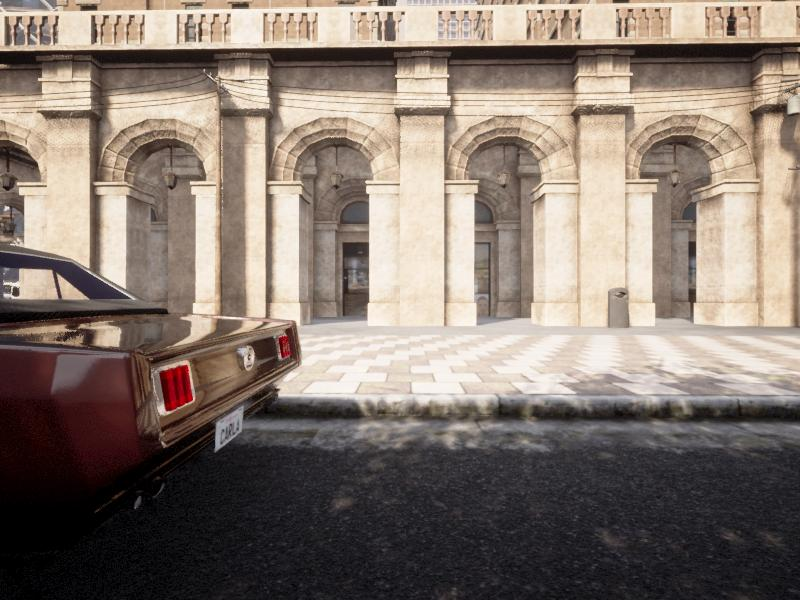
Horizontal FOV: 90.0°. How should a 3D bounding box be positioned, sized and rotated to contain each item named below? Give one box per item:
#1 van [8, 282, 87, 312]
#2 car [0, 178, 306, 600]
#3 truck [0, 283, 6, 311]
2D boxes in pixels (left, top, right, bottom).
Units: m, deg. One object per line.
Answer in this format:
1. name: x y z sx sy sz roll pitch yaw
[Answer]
1. van: -32.401 -0.278 37.096 1.988 2.561 5.915 0 0 1
2. car: -3.058 0.338 2.008 4.718 1.301 1.895 0 0 1
3. truck: -36.013 -0.243 32.580 2.627 2.467 5.204 0 0 1
